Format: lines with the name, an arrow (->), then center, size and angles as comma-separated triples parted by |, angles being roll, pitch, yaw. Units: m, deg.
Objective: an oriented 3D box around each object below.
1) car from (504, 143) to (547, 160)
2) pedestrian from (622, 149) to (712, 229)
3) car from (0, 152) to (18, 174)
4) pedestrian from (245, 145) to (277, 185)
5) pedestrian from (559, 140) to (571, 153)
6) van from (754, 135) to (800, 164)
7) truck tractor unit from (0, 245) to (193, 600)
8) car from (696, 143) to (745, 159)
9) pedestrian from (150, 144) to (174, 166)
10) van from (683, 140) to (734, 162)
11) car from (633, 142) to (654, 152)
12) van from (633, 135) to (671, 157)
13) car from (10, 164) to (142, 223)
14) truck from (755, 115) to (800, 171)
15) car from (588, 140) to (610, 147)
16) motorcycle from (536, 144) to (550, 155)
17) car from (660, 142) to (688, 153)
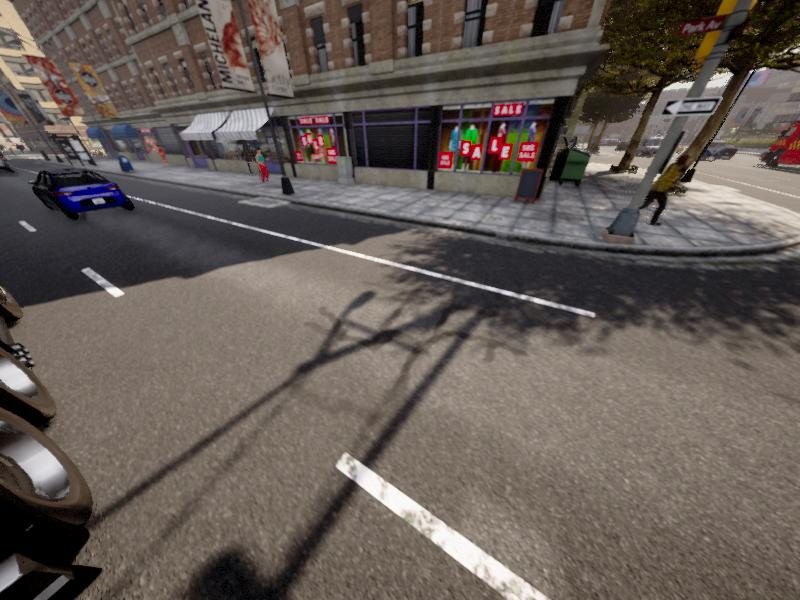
car -> 16.730, -19.975, 30.977 | 4.553, 1.767, 2.097 | 19, 39, 25
pedestrian -> 7.167, -3.031, 6.356 | 0.751, 1.860, 0.751 | 17, 38, 23
car -> -36.071, -11.954, 20.124 | 4.514, 1.525, 2.007 | 18, 39, 24
pedestrian -> -7.824, -7.659, 13.125 | 0.751, 1.860, 0.751 | 7, 36, 11
pedestrian -> 27.798, -25.831, 38.930 | 0.751, 1.860, 0.751 | -12, 37, -16
van -> 42.780, -16.252, 24.863 | 2.351, 2.431, 6.366 | 18, 39, 24
truck tractor unit -> -5.077, -0.334, 0.824 | 6.516, 4.208, 3.053 | 20, 40, 26
car -> 42.963, -20.148, 31.144 | 1.930, 1.638, 5.238 | 18, 39, 24
pedestrian -> -23.641, -14.427, 22.972 | 0.751, 1.860, 0.751 | 15, 38, 21
van -> 36.459, -17.771, 27.479 | 1.775, 1.987, 4.442 | 18, 39, 24
car -> 50.916, -32.174, 48.448 | 1.851, 1.617, 3.988 | 18, 39, 24
van -> 37.575, -23.137, 34.697 | 1.988, 2.561, 5.915 | 18, 39, 24
car -> -12.470, -4.257, 8.922 | 4.193, 1.474, 1.816 | 18, 39, 24
truck -> 34.430, -12.430, 18.220 | 2.891, 3.827, 8.468 | 18, 39, 24
car -> 64.774, -51.010, 75.283 | 4.856, 1.649, 2.033 | 18, 39, 24
motorcycle -> 23.116, -24.285, 37.334 | 0.764, 1.277, 2.356 | -9, 34, 6
car -> 51.676, -28.897, 43.724 | 1.801, 1.575, 5.366 | 18, 39, 24
